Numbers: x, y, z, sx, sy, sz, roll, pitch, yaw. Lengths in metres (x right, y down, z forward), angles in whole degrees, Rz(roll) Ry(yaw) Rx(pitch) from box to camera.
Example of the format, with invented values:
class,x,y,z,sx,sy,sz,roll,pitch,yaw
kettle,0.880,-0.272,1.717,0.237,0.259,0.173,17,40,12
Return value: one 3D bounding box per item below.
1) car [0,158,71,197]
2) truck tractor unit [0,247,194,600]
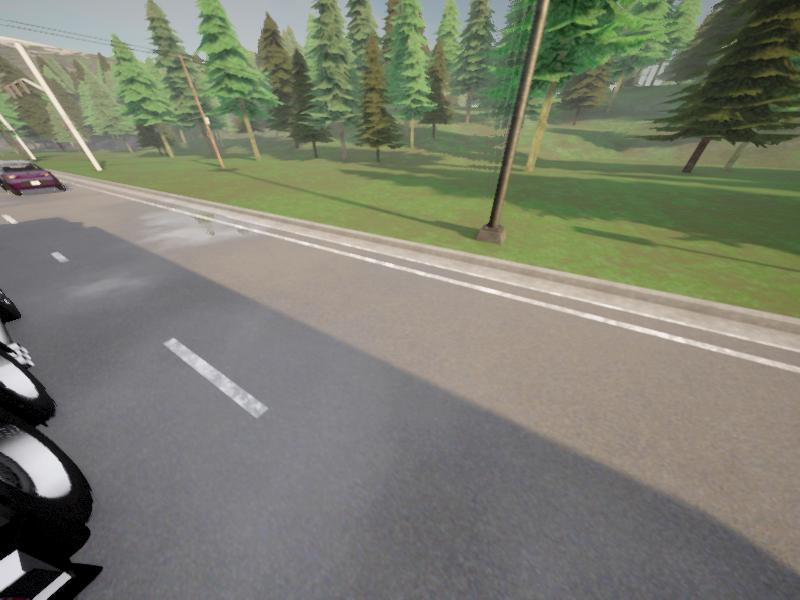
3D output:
class,x,y,z,sx,sy,sz,roll,pitch,yaw
car,-20.512,-6.761,12.593,4.193,1.474,1.816,18,39,24
truck tractor unit,-5.082,-0.330,0.816,6.516,4.208,3.053,20,40,25
